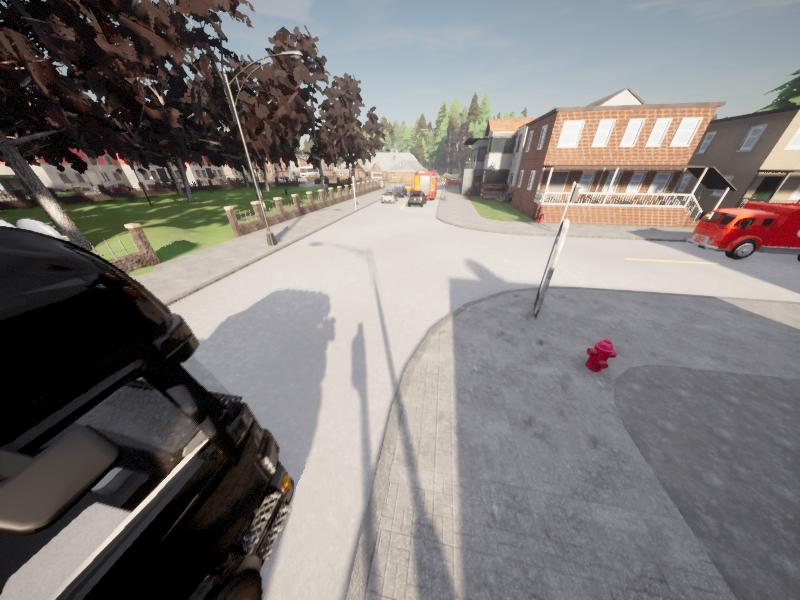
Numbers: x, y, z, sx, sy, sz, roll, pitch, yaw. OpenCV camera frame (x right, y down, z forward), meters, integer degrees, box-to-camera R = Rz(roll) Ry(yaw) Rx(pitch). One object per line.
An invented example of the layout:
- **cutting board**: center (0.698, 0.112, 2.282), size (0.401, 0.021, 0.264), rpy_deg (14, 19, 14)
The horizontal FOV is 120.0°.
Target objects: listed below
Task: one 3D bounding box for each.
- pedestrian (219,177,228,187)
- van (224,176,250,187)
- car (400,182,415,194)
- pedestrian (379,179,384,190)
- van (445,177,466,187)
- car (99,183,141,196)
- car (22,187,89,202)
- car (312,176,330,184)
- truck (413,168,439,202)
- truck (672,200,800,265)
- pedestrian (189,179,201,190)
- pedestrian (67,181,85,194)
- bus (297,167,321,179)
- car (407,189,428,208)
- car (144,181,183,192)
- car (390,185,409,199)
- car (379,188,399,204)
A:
- **pedestrian**: center (-38.064, -25.368, 49.830), size (0.751, 1.860, 0.751), rpy_deg (5, 30, 8)
- **van**: center (-40.701, -29.736, 57.915), size (2.069, 2.038, 4.480), rpy_deg (17, 34, 27)
- **car**: center (1.399, -20.204, 41.419), size (1.801, 1.575, 5.366), rpy_deg (5, 30, 9)
- **pedestrian**: center (-3.544, -22.063, 44.105), size (0.751, 1.860, 0.751), rpy_deg (5, 30, 9)
- **van**: center (12.577, -26.840, 52.511), size (4.442, 1.987, 1.775), rpy_deg (5, 30, 9)
- **car**: center (-45.449, -17.993, 37.616), size (1.789, 1.549, 3.705), rpy_deg (5, 30, 9)
- **car**: center (-46.697, -14.440, 31.490), size (2.007, 1.525, 4.514), rpy_deg (5, 30, 9)
- **car**: center (-20.713, -31.644, 60.888), size (3.866, 1.878, 1.905), rpy_deg (5, 30, 9)
- **truck**: center (3.886, -16.816, 33.308), size (2.891, 3.827, 8.468), rpy_deg (5, 30, 9)
- **truck**: center (18.389, -3.423, 11.465), size (5.204, 2.467, 2.627), rpy_deg (6, 31, 11)
- **pedestrian**: center (-39.199, -22.113, 44.192), size (0.751, 1.860, 0.751), rpy_deg (5, 30, 9)
- **pedestrian**: center (-53.493, -18.607, 38.116), size (0.751, 1.860, 0.751), rpy_deg (4, 30, 7)
- **bus**: center (-37.411, -52.898, 95.808), size (3.944, 4.253, 10.273), rpy_deg (5, 30, 9)
- **car**: center (2.108, -12.004, 27.190), size (1.851, 1.617, 3.988), rpy_deg (7, 31, 12)
- **car**: center (-44.278, -21.282, 43.373), size (1.837, 1.490, 4.892), rpy_deg (5, 30, 8)
- **car**: center (-0.005, -16.512, 35.211), size (2.033, 1.411, 5.357), rpy_deg (5, 30, 8)
- **car**: center (-1.281, -13.276, 29.471), size (1.845, 1.501, 3.633), rpy_deg (4, 30, 7)
